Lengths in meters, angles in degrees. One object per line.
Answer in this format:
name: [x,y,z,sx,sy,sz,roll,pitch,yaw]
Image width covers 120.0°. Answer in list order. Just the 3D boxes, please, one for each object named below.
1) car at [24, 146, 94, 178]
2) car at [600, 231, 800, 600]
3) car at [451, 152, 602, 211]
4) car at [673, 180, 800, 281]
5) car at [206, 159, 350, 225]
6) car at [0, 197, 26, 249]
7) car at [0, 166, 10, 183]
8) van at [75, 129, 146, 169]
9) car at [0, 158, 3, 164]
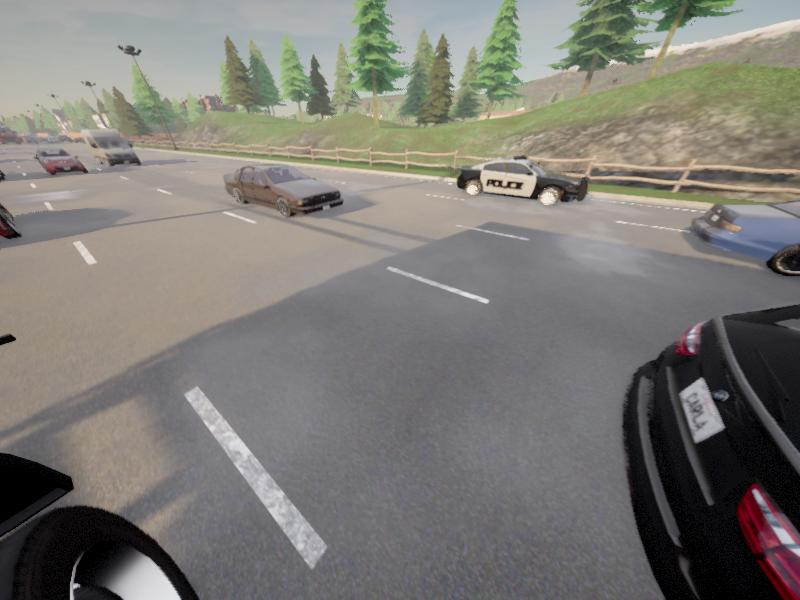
car: [-22.767,-9.283,15.424,3.633,1.501,1.845,23,41,27]
car: [3.613,1.461,0.425,4.611,1.667,2.242,22,41,28]
car: [5.131,-5.316,10.027,5.238,1.638,1.930,22,41,28]
car: [9.353,-1.016,4.219,5.357,1.411,2.033,22,41,28]
car: [-4.609,-4.260,8.651,5.357,1.411,2.033,22,41,28]
car: [-11.690,-2.210,5.707,4.181,1.385,1.994,22,41,28]
car: [-24.926,-7.732,13.140,5.027,1.651,2.152,22,41,28]
van: [-24.747,-12.974,19.740,5.915,2.561,1.988,23,41,28]
car: [-38.964,-13.423,21.142,4.792,1.488,2.163,22,41,28]
